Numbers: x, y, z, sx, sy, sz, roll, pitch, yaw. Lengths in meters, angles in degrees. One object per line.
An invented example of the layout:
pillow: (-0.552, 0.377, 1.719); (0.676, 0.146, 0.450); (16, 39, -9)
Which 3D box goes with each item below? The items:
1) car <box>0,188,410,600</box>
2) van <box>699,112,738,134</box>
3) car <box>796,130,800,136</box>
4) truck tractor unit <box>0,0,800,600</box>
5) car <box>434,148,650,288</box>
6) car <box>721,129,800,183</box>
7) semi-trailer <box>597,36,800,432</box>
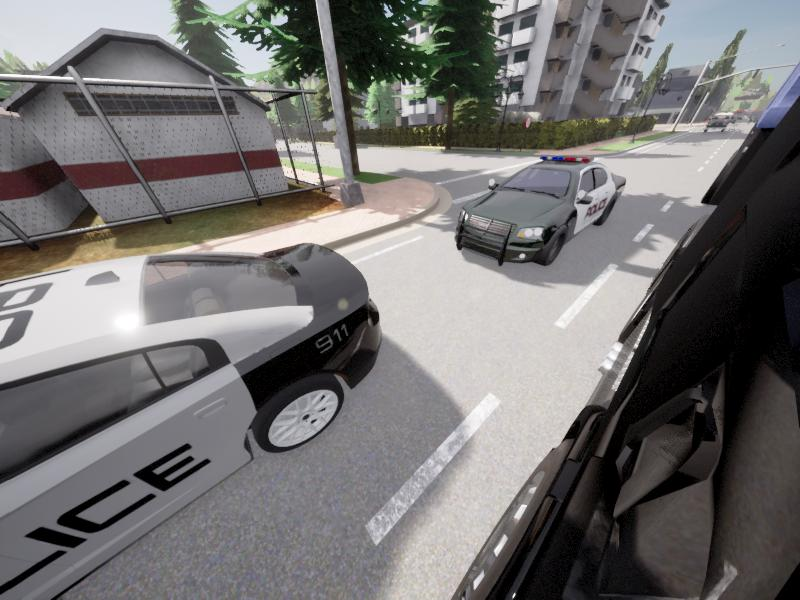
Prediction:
car: (-2.543, 0.794, 1.379); (5.238, 1.638, 1.930); (-28, 44, -30)
van: (40.582, -22.518, 29.413); (4.480, 2.038, 2.069); (-28, 44, -30)
car: (39.554, -16.290, 21.543); (5.366, 1.575, 1.801); (-28, 44, -30)
truck tractor unit: (2.645, -0.295, 0.351); (6.516, 4.208, 3.053); (-28, 44, -30)
car: (3.276, -2.282, 5.205); (4.974, 1.542, 2.038); (-28, 44, -30)
car: (15.515, -6.069, 9.542); (3.806, 1.475, 1.970); (-28, 43, -30)
semi-trailer: (8.729, -3.589, 4.190); (14.254, 4.402, 2.717); (-28, 43, -29)
